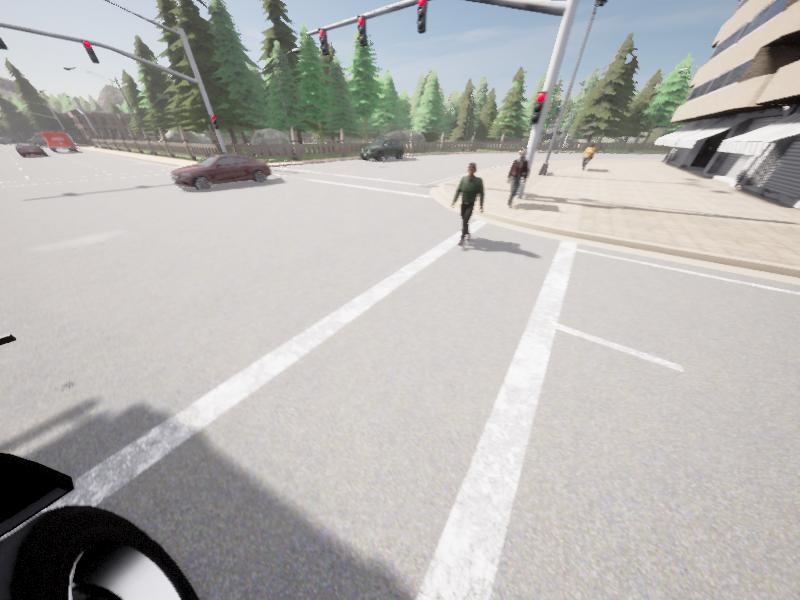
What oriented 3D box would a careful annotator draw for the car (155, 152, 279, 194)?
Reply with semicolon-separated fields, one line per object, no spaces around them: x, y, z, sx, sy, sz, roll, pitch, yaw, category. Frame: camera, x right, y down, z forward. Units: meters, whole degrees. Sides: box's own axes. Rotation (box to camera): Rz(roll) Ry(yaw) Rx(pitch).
-9.369;-6.947;12.367;1.812;1.442;4.674;23;41;28;car

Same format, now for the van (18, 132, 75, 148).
-74.287;-33.705;48.707;1.988;2.561;5.915;22;40;28;van

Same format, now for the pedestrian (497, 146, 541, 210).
4.015;-4.196;7.969;0.751;1.860;0.751;8;36;10;pedestrian

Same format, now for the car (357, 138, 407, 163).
-1.798;-16.426;25.286;2.150;2.045;5.566;26;43;32;car

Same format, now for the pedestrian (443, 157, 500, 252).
1.605;-2.198;5.377;0.751;1.860;0.751;23;41;28;pedestrian

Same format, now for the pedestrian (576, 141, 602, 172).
13.866;-10.532;16.980;0.751;1.860;0.751;25;42;31;pedestrian

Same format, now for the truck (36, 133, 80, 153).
-53.859;-24.816;36.373;5.204;2.467;2.627;22;40;27;truck

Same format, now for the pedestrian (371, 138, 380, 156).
-3.061;-19.313;29.220;0.751;1.860;0.751;30;45;35;pedestrian

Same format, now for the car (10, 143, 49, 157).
-46.665;-18.952;29.096;4.181;1.385;1.994;22;41;28;car
